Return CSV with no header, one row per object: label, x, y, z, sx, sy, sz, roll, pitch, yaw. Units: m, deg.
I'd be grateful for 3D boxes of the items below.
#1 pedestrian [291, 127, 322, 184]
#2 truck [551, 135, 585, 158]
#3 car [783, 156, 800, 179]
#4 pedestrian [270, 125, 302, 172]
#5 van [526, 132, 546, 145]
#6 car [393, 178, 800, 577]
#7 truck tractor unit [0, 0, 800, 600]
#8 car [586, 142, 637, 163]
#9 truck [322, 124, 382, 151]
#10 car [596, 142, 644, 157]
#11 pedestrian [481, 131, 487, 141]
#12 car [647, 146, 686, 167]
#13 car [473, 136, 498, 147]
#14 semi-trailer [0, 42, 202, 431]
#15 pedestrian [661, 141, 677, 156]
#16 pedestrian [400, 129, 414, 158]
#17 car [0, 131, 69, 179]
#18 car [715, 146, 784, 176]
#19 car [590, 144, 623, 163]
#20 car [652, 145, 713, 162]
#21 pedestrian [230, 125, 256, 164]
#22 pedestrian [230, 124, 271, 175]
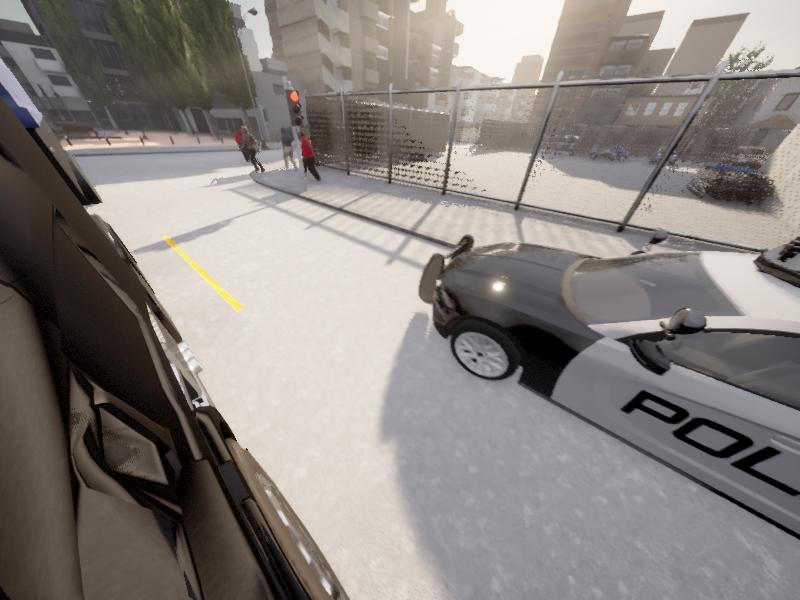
pedestrian,-3.790,-5.871,9.439,0.751,1.860,0.751,-13,40,-19
truck,19.696,-18.019,27.055,2.069,2.038,4.478,27,43,29
car,33.097,-10.188,17.797,2.242,1.667,4.611,27,43,29
pedestrian,-5.595,-7.474,11.456,0.751,1.860,0.751,25,42,26
van,36.106,-42.860,61.280,2.351,2.431,6.366,27,43,29
car,2.587,0.371,1.952,5.238,1.638,1.930,27,43,29
truck tractor unit,-2.645,-0.295,0.351,6.516,4.208,3.053,28,44,30
car,22.729,-15.997,24.957,3.705,1.547,1.789,27,43,29
truck,-4.920,-17.600,24.996,2.390,2.098,6.274,27,43,29
car,32.351,-22.315,34.122,4.902,1.511,2.128,27,43,28
pedestrian,20.804,-40.402,56.940,0.751,1.860,0.751,28,44,29
car,26.542,-14.452,23.161,1.845,1.501,3.633,27,43,29
car,14.896,-27.570,40.102,2.033,1.411,5.357,27,43,29
semi-trailer,-8.706,-3.605,4.213,14.254,4.402,2.717,28,44,30
pedestrian,40.544,-22.855,34.854,0.751,1.860,0.751,27,43,29
pedestrian,0.564,-12.854,19.003,0.751,1.860,0.751,-25,45,-32
car,-16.427,-5.332,8.496,1.812,1.442,4.674,27,43,29
car,29.933,-12.113,19.981,1.905,1.878,3.866,27,43,29
car,22.651,-16.102,25.212,2.033,1.415,5.357,27,43,29
car,37.493,-19.595,30.843,4.892,1.490,1.837,27,43,29
pedestrian,-9.342,-9.268,13.792,0.751,1.860,0.751,-17,41,-25
pedestrian,-6.688,-6.770,10.451,0.751,1.860,0.751,15,39,16
